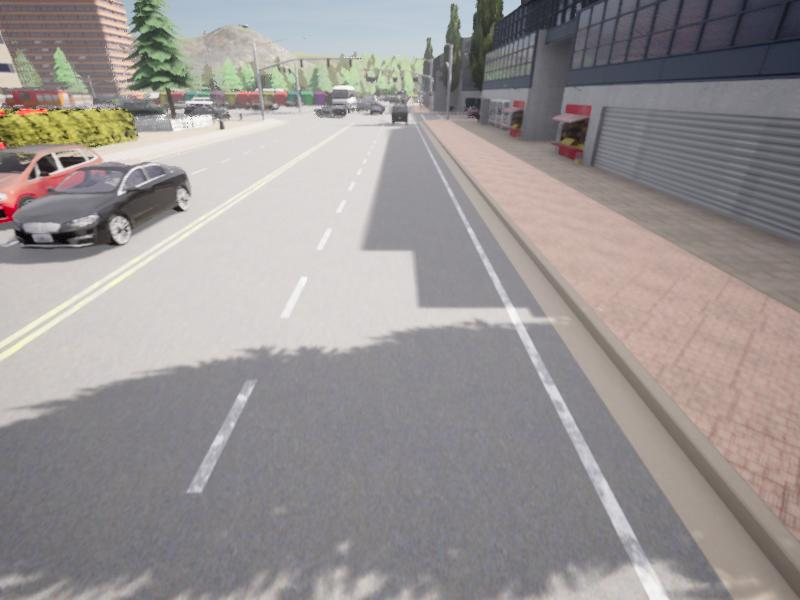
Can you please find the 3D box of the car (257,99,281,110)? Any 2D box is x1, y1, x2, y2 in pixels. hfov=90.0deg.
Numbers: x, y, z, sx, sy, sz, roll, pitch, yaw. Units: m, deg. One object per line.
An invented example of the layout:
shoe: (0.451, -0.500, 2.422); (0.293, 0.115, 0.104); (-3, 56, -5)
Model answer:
car: (-24.965, -37.324, 76.418); (3.866, 1.878, 1.905); (0, 27, 0)

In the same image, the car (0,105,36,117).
car: (-56.083, -27.555, 58.335); (3.806, 1.475, 1.970); (0, 27, 0)

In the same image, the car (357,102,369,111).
car: (-7.141, -37.408, 77.343); (1.837, 1.490, 4.892); (1, 27, 1)

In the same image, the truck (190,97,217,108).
truck: (-42.464, -42.646, 86.486); (4.478, 2.038, 2.069); (0, 27, 0)

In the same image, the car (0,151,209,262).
car: (-7.010, -2.566, 9.899); (2.128, 1.511, 4.902); (0, 27, 0)

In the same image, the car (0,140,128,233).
car: (-10.512, -3.419, 11.371); (2.242, 1.667, 4.611); (0, 27, 0)

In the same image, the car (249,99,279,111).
car: (-25.020, -35.998, 73.846); (4.605, 1.855, 1.932); (0, 27, 0)

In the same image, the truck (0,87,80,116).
truck: (-54.722, -30.249, 60.894); (8.468, 3.827, 2.891); (0, 27, 0)

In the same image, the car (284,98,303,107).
car: (-25.001, -46.332, 93.853); (3.866, 1.878, 1.905); (0, 27, 0)

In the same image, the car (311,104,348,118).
car: (-9.933, -26.698, 56.460); (5.238, 1.638, 1.930); (19, 32, 32)

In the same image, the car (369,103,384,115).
car: (-3.758, -31.195, 65.166); (2.033, 1.649, 4.856); (0, 27, 0)

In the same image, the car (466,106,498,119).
car: (10.786, -24.806, 52.923); (3.705, 1.549, 1.789); (0, 27, 0)

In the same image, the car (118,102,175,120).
car: (-32.901, -24.656, 52.044); (5.566, 2.045, 2.150); (0, 27, 0)

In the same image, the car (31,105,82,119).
car: (-47.363, -26.022, 55.222); (4.611, 1.667, 2.242); (0, 27, 0)

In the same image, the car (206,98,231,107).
car: (-42.521, -46.334, 93.830); (4.605, 1.855, 1.932); (0, 27, 0)

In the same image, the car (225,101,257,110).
car: (-31.406, -38.368, 78.937); (5.357, 1.415, 2.033); (0, 27, 0)

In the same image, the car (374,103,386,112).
car: (-3.694, -36.175, 75.082); (1.970, 1.475, 3.806); (1, 27, 1)

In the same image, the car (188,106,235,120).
car: (-24.565, -24.429, 52.193); (4.902, 1.511, 2.128); (0, 27, 0)

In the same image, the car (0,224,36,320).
car: (-7.005, 0.352, 4.235); (2.007, 1.525, 4.514); (0, 27, 0)

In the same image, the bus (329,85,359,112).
bus: (-10.524, -38.592, 76.624); (3.944, 4.253, 10.273); (1, 27, 1)

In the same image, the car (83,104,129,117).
car: (-45.087, -29.150, 61.492); (5.027, 1.651, 2.152); (0, 27, 0)

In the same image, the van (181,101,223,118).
van: (-27.261, -26.266, 55.174); (4.480, 2.038, 2.069); (0, 27, 0)

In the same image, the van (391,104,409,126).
van: (0.022, -20.174, 43.470); (1.775, 1.987, 4.442); (1, 27, 1)

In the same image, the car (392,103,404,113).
car: (-0.263, -33.193, 69.097); (2.038, 1.542, 4.974); (0, 27, 0)
